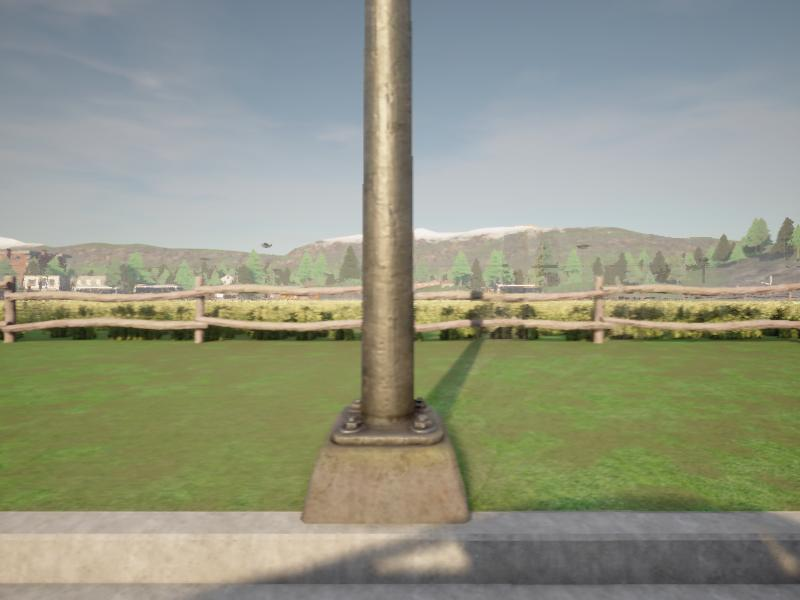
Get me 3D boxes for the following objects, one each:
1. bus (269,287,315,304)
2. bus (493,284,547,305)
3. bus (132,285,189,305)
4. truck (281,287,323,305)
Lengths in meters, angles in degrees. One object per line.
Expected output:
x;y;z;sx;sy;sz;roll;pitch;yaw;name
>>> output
-26.646;-1.137;98.744;10.273;4.253;3.944;0;0;0;bus
25.297;-1.141;84.987;10.273;4.253;3.944;0;0;0;bus
-52.574;-1.135;88.122;10.273;4.253;3.944;0;0;0;bus
-21.539;-0.923;88.141;8.468;3.827;2.891;0;0;0;truck
